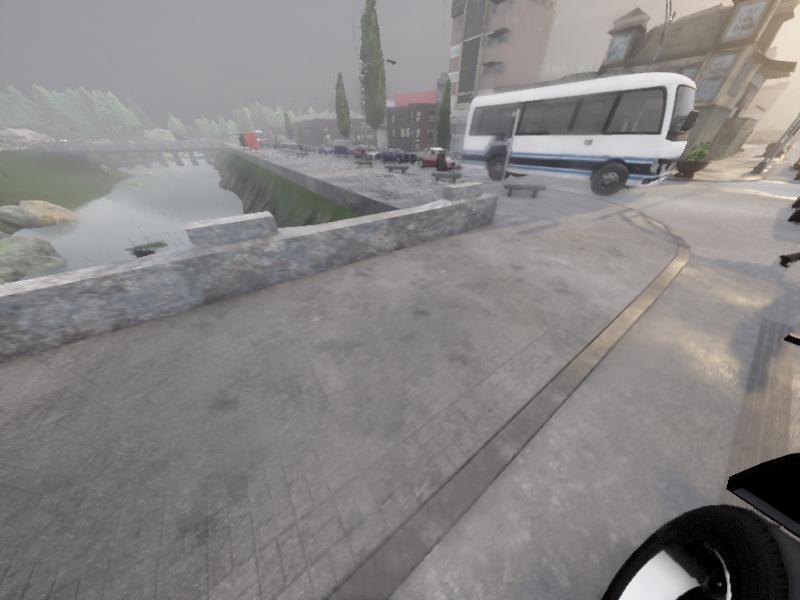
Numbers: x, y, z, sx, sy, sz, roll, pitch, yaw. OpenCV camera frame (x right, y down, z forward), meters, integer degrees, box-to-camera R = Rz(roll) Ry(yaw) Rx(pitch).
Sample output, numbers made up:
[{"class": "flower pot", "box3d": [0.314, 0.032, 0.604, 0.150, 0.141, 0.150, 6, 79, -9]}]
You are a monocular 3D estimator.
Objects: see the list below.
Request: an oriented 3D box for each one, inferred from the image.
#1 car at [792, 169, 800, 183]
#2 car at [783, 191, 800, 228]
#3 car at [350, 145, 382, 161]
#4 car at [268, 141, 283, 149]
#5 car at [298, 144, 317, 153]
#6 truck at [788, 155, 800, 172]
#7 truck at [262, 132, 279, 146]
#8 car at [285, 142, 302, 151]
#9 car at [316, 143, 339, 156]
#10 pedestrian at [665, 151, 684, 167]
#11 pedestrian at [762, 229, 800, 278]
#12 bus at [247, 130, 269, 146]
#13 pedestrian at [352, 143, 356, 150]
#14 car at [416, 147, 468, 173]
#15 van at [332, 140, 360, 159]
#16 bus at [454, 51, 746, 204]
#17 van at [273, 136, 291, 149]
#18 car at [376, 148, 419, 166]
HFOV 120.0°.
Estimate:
[{"class": "car", "box3d": [24.797, -7.560, 13.171, 4.181, 1.385, 1.994, -22, 41, -28]}, {"class": "car", "box3d": [14.048, -3.125, 7.062, 4.718, 1.301, 1.895, -22, 41, -28]}, {"class": "car", "box3d": [-4.074, -17.498, 27.429, 1.970, 1.475, 3.806, -22, 41, -28]}, {"class": "car", "box3d": [-33.322, -41.500, 61.642, 2.242, 1.667, 4.611, -22, 41, -28]}, {"class": "car", "box3d": [-17.173, -28.165, 42.814, 1.895, 1.301, 4.718, -22, 41, -28]}, {"class": "truck", "box3d": [31.398, -10.702, 16.588, 5.204, 2.467, 2.627, -23, 41, -27]}, {"class": "truck", "box3d": [-45.010, -56.043, 80.353, 2.891, 3.827, 8.468, -22, 41, -28]}, {"class": "car", "box3d": [-22.709, -32.762, 49.248, 1.812, 1.442, 4.674, -22, 41, -28]}, {"class": "car", "box3d": [-11.357, -23.471, 35.957, 1.816, 1.474, 4.193, -22, 41, -28]}, {"class": "pedestrian", "box3d": [22.287, -11.474, 18.770, 0.500, 1.100, 0.500, 17, 39, 23]}, {"class": "pedestrian", "box3d": [7.883, -1.274, 3.970, 0.751, 1.860, 0.751, -7, 36, -10]}, {"class": "bus", "box3d": [-48.127, -54.863, 78.343, 3.944, 4.253, 10.273, -22, 41, -28]}, {"class": "pedestrian", "box3d": [-9.497, -31.810, 47.845, 0.500, 1.100, 0.500, -28, 44, -33]}, {"class": "car", "box3d": [3.270, -11.474, 18.830, 1.970, 1.475, 3.806, -22, 41, -28]}, {"class": "van", "box3d": [-7.293, -20.346, 31.052, 1.775, 1.987, 4.442, -22, 41, -28]}, {"class": "bus", "box3d": [8.360, -8.620, 12.335, 3.944, 4.253, 10.273, -23, 41, -28]}, {"class": "van", "box3d": [-28.442, -37.919, 55.618, 1.988, 2.561, 5.915, -22, 41, -28]}, {"class": "car", "box3d": [-0.374, -14.394, 23.156, 1.895, 1.301, 4.718, -22, 41, -28]}]
